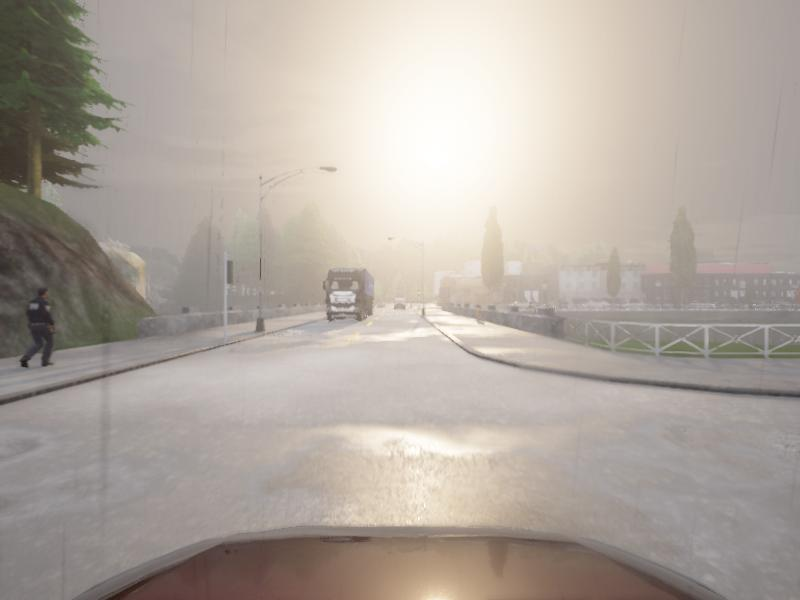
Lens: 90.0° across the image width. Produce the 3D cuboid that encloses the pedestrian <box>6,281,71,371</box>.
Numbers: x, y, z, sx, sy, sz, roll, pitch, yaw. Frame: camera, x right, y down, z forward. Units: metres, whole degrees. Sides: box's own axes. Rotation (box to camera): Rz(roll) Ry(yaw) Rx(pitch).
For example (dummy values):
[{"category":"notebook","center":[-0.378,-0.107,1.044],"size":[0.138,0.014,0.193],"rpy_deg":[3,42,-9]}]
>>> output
[{"category":"pedestrian","center":[-7.831,0.537,8.697],"size":[0.751,1.860,0.751],"rpy_deg":[0,0,2]}]

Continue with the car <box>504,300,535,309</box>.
[{"category":"car","center":[20.832,0.858,69.885],"size":[4.974,1.542,2.038],"rpy_deg":[0,0,0]}]

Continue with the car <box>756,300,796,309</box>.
[{"category":"car","center":[65.744,0.803,69.960],"size":[5.238,1.638,1.930],"rpy_deg":[0,0,0]}]

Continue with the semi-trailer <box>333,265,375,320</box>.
[{"category":"semi-trailer","center":[-4.100,-0.599,39.085],"size":[2.717,4.402,14.254],"rpy_deg":[0,0,-1]}]

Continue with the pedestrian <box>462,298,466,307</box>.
[{"category":"pedestrian","center":[13.601,0.575,84.966],"size":[0.751,1.860,0.751],"rpy_deg":[0,0,42]}]

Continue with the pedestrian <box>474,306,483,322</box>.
[{"category":"pedestrian","center":[5.234,0.925,26.536],"size":[0.500,1.100,0.500],"rpy_deg":[0,0,-1]}]

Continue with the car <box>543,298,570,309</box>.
[{"category":"car","center":[27.330,0.677,69.916],"size":[3.866,1.878,1.905],"rpy_deg":[0,0,0]}]

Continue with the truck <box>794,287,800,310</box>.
[{"category":"truck","center":[70.580,-0.295,65.958],"size":[8.468,3.827,2.891],"rpy_deg":[0,0,0]}]

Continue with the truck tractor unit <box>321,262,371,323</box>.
[{"category":"truck tractor unit","center":[-4.013,-0.507,31.173],"size":[3.053,4.208,6.516],"rpy_deg":[0,0,0]}]
